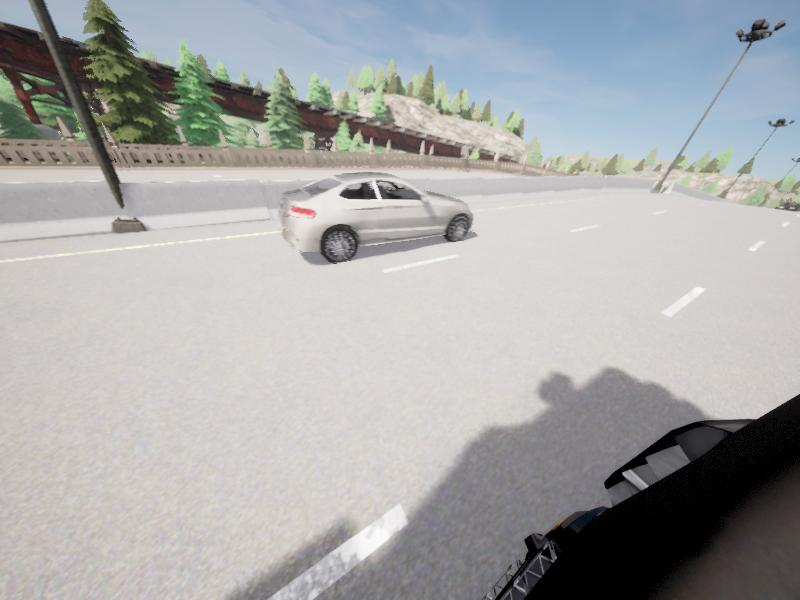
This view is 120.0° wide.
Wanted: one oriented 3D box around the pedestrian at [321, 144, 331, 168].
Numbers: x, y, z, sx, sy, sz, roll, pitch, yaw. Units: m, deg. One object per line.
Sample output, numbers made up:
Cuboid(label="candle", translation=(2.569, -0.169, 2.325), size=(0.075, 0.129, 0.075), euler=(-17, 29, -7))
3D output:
Cuboid(label="pedestrian", translation=(-7.322, -14.327, 22.973), size=(0.751, 1.860, 0.751), euler=(-10, 35, -30))

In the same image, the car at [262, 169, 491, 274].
Cuboid(label="car", translation=(-0.433, -2.357, 6.011), size=(5.027, 1.651, 2.152), euler=(-16, 38, -26))

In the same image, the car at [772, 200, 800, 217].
Cuboid(label="car", translation=(57.377, -13.444, 34.048), size=(4.605, 1.855, 1.932), euler=(-10, 35, -30))
